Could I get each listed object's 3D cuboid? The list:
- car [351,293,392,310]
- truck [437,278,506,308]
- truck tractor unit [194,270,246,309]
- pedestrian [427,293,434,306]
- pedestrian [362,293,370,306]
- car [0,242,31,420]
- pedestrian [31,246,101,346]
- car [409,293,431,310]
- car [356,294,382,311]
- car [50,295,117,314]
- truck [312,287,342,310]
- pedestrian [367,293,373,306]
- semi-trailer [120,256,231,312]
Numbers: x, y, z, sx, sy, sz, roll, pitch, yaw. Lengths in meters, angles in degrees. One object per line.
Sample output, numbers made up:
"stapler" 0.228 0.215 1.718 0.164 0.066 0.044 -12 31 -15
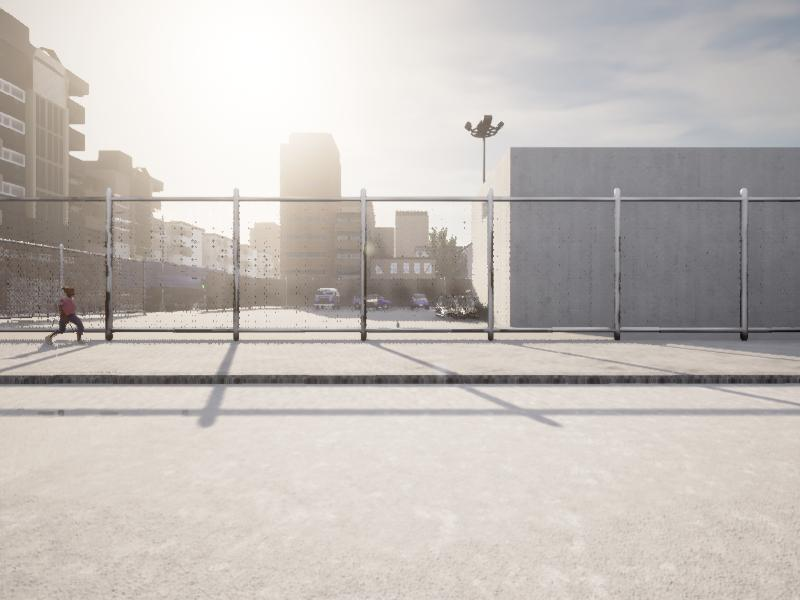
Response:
"car" -2.600 0.146 37.405 3.705 1.547 1.789 0 0 0
"truck" 9.170 -0.920 52.019 8.468 3.827 2.891 0 0 0
"truck tractor unit" -20.712 -1.120 46.532 3.053 4.208 6.516 0 0 0
"pedestrian" 4.117 -0.067 54.315 0.751 1.860 0.751 0 0 27
"pedestrian" -4.842 -0.075 57.063 0.751 1.860 0.751 0 0 23
"car" -5.409 0.254 2.681 4.193 1.474 1.816 0 0 0
"pedestrian" -6.539 -0.075 7.875 0.751 1.860 0.751 0 0 0
"car" 1.852 0.156 37.981 1.845 1.501 3.633 0 0 0
"car" -2.827 0.218 37.564 2.033 1.415 5.357 0 0 0
"car" -24.677 0.308 31.433 1.994 1.385 4.181 0 0 0
"truck" -6.788 -0.094 37.725 2.069 2.038 4.478 0 0 0
"pedestrian" -4.286 -0.075 57.422 0.751 1.860 0.751 0 0 -1
"semi-trailer" -20.694 -1.218 38.621 2.717 4.402 14.254 0 0 0
